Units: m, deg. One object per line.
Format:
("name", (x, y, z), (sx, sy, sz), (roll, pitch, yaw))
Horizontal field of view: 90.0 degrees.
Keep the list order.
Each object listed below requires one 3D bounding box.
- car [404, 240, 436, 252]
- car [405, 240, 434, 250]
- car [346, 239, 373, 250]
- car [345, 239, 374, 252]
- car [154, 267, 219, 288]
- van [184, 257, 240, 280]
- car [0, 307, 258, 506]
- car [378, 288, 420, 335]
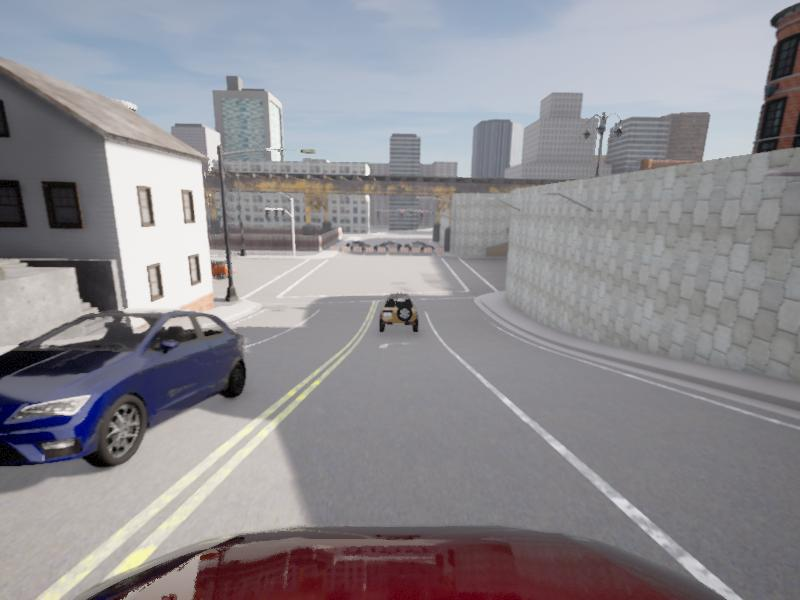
("car", (3.283, -9.050, 66.795), (4.974, 1.542, 2.038), (8, 15, 28))
("car", (3.240, -9.210, 66.784), (4.536, 1.218, 1.853), (8, 15, 28))
("car", (-6.731, -9.192, 66.048), (4.536, 1.218, 1.853), (13, 18, 42))
("car", (-6.696, -9.030, 66.048), (4.974, 1.542, 2.038), (13, 18, 42))
("car", (-18.670, -1.992, 35.136), (4.674, 1.442, 1.812), (1, 13, -1))
("van", (-18.059, -3.059, 38.589), (4.442, 1.987, 1.775), (1, 13, 0))
("car", (-3.495, 0.855, 5.185), (1.816, 1.474, 4.193), (0, 0, 0))
("car", (-0.049, 0.478, 20.894), (1.932, 1.855, 4.605), (1, 5, 0))
